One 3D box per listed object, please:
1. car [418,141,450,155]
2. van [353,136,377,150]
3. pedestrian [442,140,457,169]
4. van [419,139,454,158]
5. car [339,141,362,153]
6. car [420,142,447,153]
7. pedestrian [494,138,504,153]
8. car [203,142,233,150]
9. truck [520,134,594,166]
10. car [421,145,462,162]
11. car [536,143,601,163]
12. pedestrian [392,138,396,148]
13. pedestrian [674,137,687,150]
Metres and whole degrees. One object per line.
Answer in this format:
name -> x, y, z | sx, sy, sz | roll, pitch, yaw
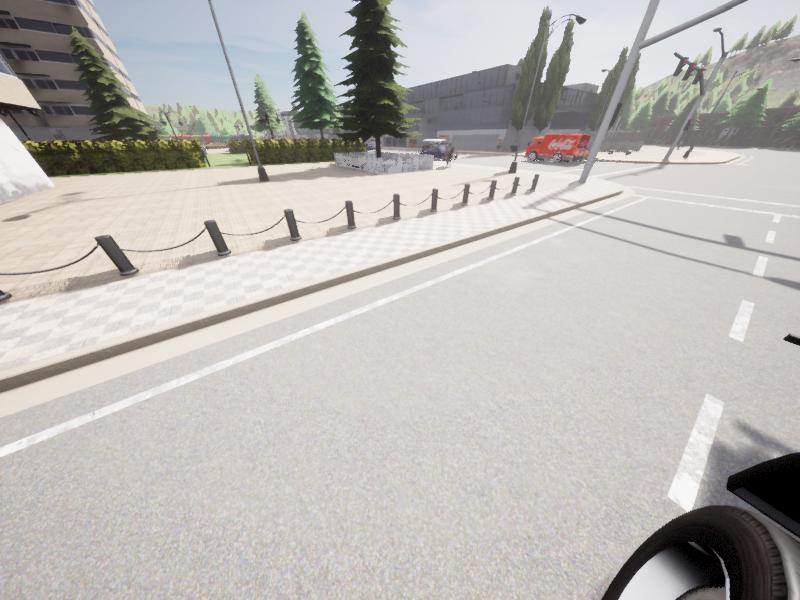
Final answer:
car -> 5.265, -23.926, 36.373 | 2.242, 1.667, 4.611 | -22, 41, -28
van -> -7.747, -34.888, 51.360 | 2.351, 2.431, 6.366 | -22, 41, -28
pedestrian -> 3.853, -11.313, 18.011 | 0.751, 1.860, 0.751 | 15, 38, 21
van -> 4.867, -20.867, 31.718 | 2.069, 2.038, 4.480 | -22, 40, -28
car -> -9.295, -28.797, 43.430 | 2.152, 1.651, 5.027 | -22, 41, -28
car -> 5.833, -26.901, 40.743 | 1.837, 1.490, 4.892 | -22, 41, -28
pedestrian -> 15.481, -24.269, 36.313 | 0.751, 1.860, 0.751 | -15, 38, -20
car -> -43.575, -36.995, 55.370 | 5.366, 1.575, 1.801 | -22, 41, -28
truck -> 15.841, -15.578, 23.770 | 2.627, 2.467, 5.204 | -22, 41, -28
car -> 4.728, -17.231, 27.071 | 1.812, 1.442, 4.674 | -22, 41, -28
car -> 18.592, -16.484, 25.793 | 1.801, 1.575, 5.366 | -22, 41, -28
pedestrian -> -1.522, -38.194, 56.192 | 0.751, 1.860, 0.751 | -15, 38, -20
pedestrian -> 51.270, -28.596, 42.204 | 0.751, 1.860, 0.751 | -26, 43, -32
